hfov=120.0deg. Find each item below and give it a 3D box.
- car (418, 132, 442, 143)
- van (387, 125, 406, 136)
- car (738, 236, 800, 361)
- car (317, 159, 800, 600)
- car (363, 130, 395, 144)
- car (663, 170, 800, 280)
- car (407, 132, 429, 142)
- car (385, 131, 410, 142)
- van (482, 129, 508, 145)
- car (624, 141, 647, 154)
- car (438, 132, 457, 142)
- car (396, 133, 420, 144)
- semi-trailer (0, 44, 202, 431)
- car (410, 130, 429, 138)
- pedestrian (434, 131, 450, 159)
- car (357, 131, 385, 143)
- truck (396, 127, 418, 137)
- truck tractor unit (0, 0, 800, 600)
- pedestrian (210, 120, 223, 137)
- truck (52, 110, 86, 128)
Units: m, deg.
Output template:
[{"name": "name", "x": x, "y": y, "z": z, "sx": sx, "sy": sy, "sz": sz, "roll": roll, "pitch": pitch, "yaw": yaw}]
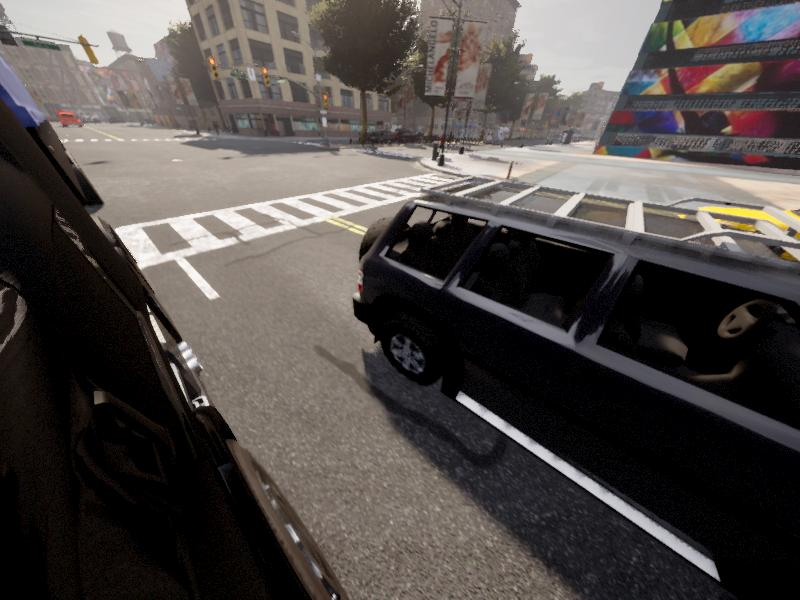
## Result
[{"name": "car", "x": 5.729, "y": -31.103, "z": 44.248, "sx": 2.128, "sy": 1.511, "sz": 4.902, "roll": 28, "pitch": 44, "yaw": 30}, {"name": "van", "x": -1.283, "y": -52.893, "z": 72.089, "sx": 5.915, "sy": 2.561, "sz": 1.988, "roll": 27, "pitch": 43, "yaw": 29}, {"name": "car", "x": 7.035, "y": 0.305, "z": 2.059, "sx": 3.866, "sy": 1.878, "sz": 1.905, "roll": 27, "pitch": 43, "yaw": 29}, {"name": "car", "x": 1.686, "y": 0.227, "z": 1.866, "sx": 4.605, "sy": 1.855, "sz": 1.932, "roll": 28, "pitch": 44, "yaw": 30}, {"name": "car", "x": -3.176, "y": -25.000, "z": 35.452, "sx": 2.242, "sy": 1.667, "sz": 4.611, "roll": 28, "pitch": 44, "yaw": 30}, {"name": "car", "x": 9.194, "y": -1.151, "z": 4.387, "sx": 5.366, "sy": 1.575, "sz": 1.801, "roll": 28, "pitch": 44, "yaw": 30}, {"name": "car", "x": 3.758, "y": -33.037, "z": 46.732, "sx": 1.837, "sy": 1.490, "sz": 4.892, "roll": 27, "pitch": 43, "yaw": 29}, {"name": "car", "x": -0.405, "y": -30.142, "z": 42.598, "sx": 2.007, "sy": 1.525, "sz": 4.514, "roll": 28, "pitch": 44, "yaw": 30}, {"name": "van", "x": 19.685, "y": -33.625, "z": 47.654, "sx": 2.351, "sy": 2.431, "sz": 6.366, "roll": 28, "pitch": 44, "yaw": 30}, {"name": "car", "x": 39.071, "y": -25.385, "z": 38.397, "sx": 2.161, "sy": 1.482, "sz": 4.786, "roll": 28, "pitch": 44, "yaw": 30}, {"name": "car", "x": 9.978, "y": -34.082, "z": 48.391, "sx": 1.851, "sy": 1.617, "sz": 3.988, "roll": 28, "pitch": 44, "yaw": 30}, {"name": "car", "x": 1.461, "y": -28.095, "z": 40.104, "sx": 1.994, "sy": 1.385, "sz": 4.181, "roll": 28, "pitch": 44, "yaw": 30}, {"name": "semi-trailer", "x": -8.699, "y": -3.591, "z": 4.245, "sx": 14.254, "sy": 4.402, "sz": 2.717, "roll": 28, "pitch": 44, "yaw": 30}, {"name": "car", "x": 5.677, "y": -48.967, "z": 68.046, "sx": 5.366, "sy": 1.575, "sz": 1.801, "roll": 26, "pitch": 43, "yaw": 28}, {"name": "pedestrian", "x": 3.372, "y": -12.538, "z": 18.731, "sx": 0.751, "sy": 1.860, "sz": 0.751, "roll": -10, "pitch": 39, "yaw": -17}, {"name": "car", "x": -4.675, "y": -27.113, "z": 38.377, "sx": 1.812, "sy": 1.442, "sz": 4.674, "roll": 28, "pitch": 44, "yaw": 30}, {"name": "truck", "x": 1.918, "y": -48.333, "z": 66.549, "sx": 6.274, "sy": 2.098, "sz": 2.390, "roll": 27, "pitch": 43, "yaw": 29}, {"name": "truck tractor unit", "x": -2.645, "y": -0.295, "z": 0.351, "sx": 6.516, "sy": 4.208, "sz": 3.053, "roll": 28, "pitch": 44, "yaw": 30}, {"name": "pedestrian", "x": -26.443, "y": -24.745, "z": 33.319, "sx": 0.751, "sy": 1.860, "sz": 0.751, "roll": -29, "pitch": 47, "yaw": -35}, {"name": "truck", "x": -61.501, "y": -33.606, "z": 42.928, "sx": 5.204, "sy": 2.467, "sz": 2.627, "roll": 28, "pitch": 44, "yaw": 30}]
